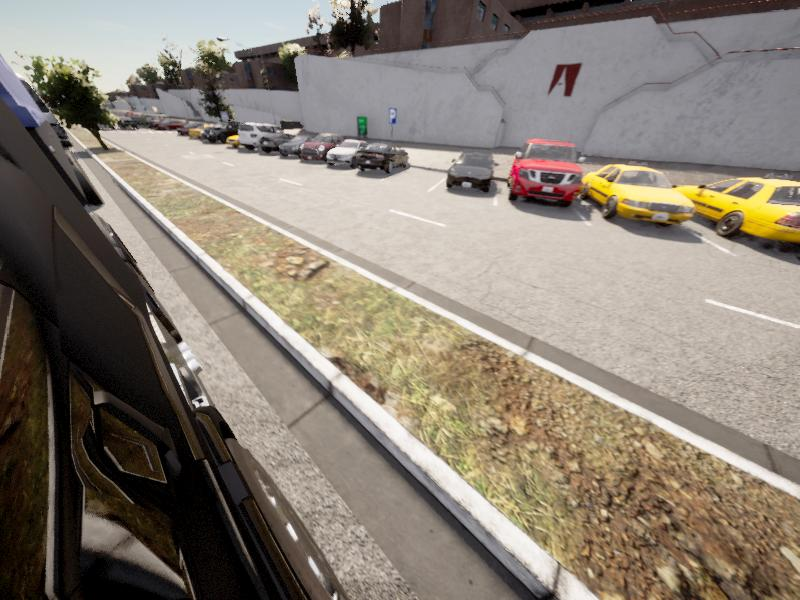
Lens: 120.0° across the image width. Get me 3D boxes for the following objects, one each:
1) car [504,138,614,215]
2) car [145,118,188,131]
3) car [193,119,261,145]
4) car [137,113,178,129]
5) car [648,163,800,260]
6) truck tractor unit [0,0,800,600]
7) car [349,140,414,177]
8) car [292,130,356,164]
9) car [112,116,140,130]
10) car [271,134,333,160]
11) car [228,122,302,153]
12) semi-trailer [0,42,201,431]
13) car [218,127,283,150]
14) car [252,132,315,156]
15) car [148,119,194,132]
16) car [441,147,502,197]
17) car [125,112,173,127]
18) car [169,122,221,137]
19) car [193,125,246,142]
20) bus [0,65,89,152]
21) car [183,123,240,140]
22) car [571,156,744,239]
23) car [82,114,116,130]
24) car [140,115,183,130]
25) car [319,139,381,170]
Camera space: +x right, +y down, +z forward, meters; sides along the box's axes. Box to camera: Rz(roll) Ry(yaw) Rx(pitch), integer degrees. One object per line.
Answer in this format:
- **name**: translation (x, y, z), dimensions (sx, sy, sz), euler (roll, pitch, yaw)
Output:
- **car**: translation (6.006, -5.544, 9.794), dimensions (2.435, 2.045, 5.566), euler (14, 37, 14)
- **car**: translation (-39.928, -30.127, 39.687), dimensions (2.002, 1.452, 4.674), euler (15, 38, 14)
- **car**: translation (-19.255, -19.048, 26.228), dimensions (2.435, 2.045, 5.566), euler (15, 38, 14)
- **car**: translation (-44.432, -32.902, 42.547), dimensions (1.878, 1.987, 4.442), euler (15, 38, 14)
- **car**: translation (10.649, -3.020, 7.111), dimensions (1.946, 1.575, 5.366), euler (14, 37, 15)
- **truck tractor unit**: translation (-2.645, -0.295, 0.352), dimensions (6.516, 4.208, 3.053), euler (28, 44, 30)
- **car**: translation (-0.896, -9.010, 14.462), dimensions (2.097, 1.535, 5.008), euler (14, 37, 15)
- **car**: translation (-5.464, -11.572, 17.414), dimensions (2.185, 1.767, 4.553), euler (14, 37, 14)
- **car**: translation (-43.599, -28.160, 36.756), dimensions (4.892, 1.490, 1.837), euler (28, 44, 30)
- **car**: translation (-7.776, -12.644, 18.985), dimensions (2.002, 1.452, 4.674), euler (15, 38, 14)
- **car**: translation (-12.355, -15.360, 21.819), dimensions (2.435, 2.045, 5.566), euler (14, 38, 14)
- **semi-trailer**: translation (-8.704, -3.580, 4.250), dimensions (14.254, 4.402, 2.717), euler (28, 43, 30)
- **car**: translation (-14.733, -16.282, 23.290), dimensions (1.946, 1.575, 5.366), euler (15, 38, 14)
- **car**: translation (-10.074, -13.903, 20.496), dimensions (2.163, 1.488, 4.792), euler (14, 38, 15)
- **car**: translation (-37.633, -28.863, 38.187), dimensions (2.163, 1.488, 4.792), euler (15, 38, 14)
- **car**: translation (3.694, -6.537, 11.458), dimensions (2.163, 1.488, 4.792), euler (14, 37, 14)
- **car**: translation (-49.033, -35.337, 45.345), dimensions (2.435, 2.045, 5.566), euler (15, 38, 14)
- **car**: translation (-28.456, -23.839, 32.298), dimensions (2.163, 1.488, 4.792), euler (15, 38, 14)
- **car**: translation (-21.560, -20.086, 27.905), dimensions (2.002, 1.452, 4.674), euler (15, 38, 14)
- **bus**: translation (-27.890, -13.797, 16.770), dimensions (10.273, 4.253, 3.944), euler (27, 43, 28)
- **car**: translation (-23.799, -21.473, 29.497), dimensions (1.946, 1.575, 5.366), euler (14, 38, 14)
- **car**: translation (8.233, -4.039, 8.320), dimensions (1.946, 1.575, 5.366), euler (14, 37, 14)
- **car**: translation (-44.467, -26.332, 34.136), dimensions (4.611, 1.667, 2.242), euler (29, 44, 29)
- **car**: translation (-42.207, -31.492, 41.030), dimensions (2.185, 1.767, 4.553), euler (15, 38, 14)
- **car**: translation (-3.186, -10.201, 15.991), dimensions (2.002, 1.452, 4.674), euler (14, 37, 14)
